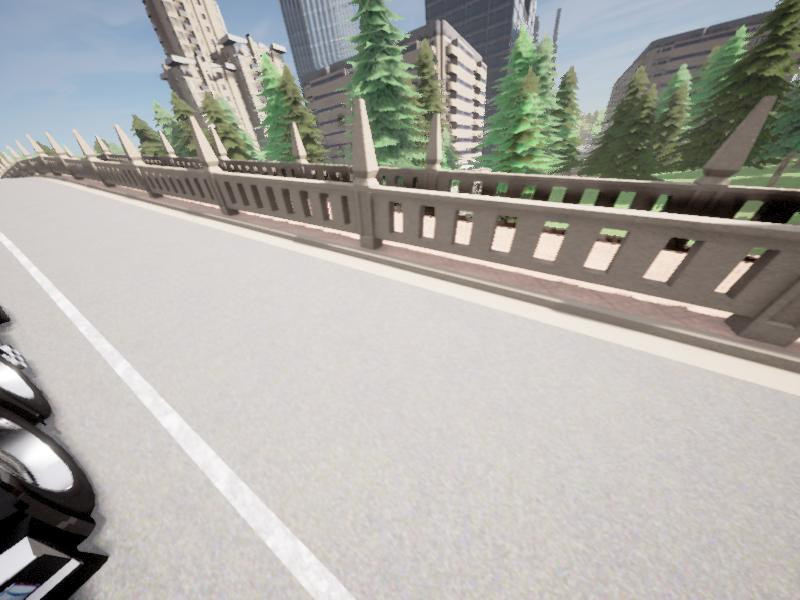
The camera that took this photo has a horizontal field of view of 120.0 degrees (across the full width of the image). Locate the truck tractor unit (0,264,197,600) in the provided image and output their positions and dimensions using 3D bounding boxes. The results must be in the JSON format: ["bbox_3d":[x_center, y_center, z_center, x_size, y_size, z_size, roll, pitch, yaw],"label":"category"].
[{"bbox_3d":[-5.111,-0.301,0.779,6.516,4.208,3.053,18,39,24],"label":"truck tractor unit"}]
